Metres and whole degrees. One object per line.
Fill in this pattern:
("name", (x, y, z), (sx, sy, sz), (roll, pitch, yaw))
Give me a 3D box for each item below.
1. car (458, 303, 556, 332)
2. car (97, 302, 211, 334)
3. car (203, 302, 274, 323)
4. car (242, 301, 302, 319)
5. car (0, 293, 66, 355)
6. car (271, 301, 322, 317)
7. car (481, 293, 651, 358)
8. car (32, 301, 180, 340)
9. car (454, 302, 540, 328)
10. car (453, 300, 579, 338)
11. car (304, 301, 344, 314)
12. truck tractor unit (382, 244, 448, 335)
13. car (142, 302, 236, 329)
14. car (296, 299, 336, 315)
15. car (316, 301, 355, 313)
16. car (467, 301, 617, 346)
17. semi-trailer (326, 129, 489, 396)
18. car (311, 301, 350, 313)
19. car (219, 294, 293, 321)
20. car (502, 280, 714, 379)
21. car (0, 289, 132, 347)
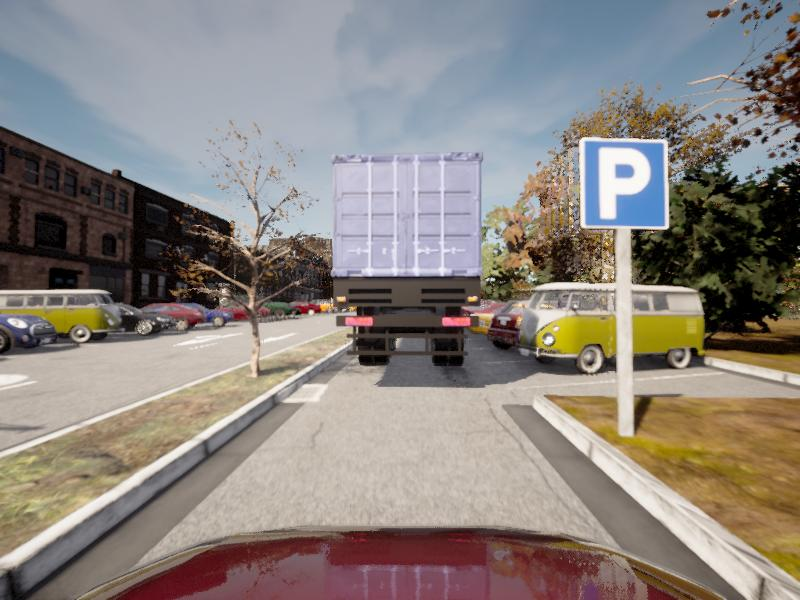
("car", (5.687, 0.895, 21.450), (4.674, 1.452, 2.002), (1, 0, -16))
("car", (-12.674, 0.892, 20.979), (4.674, 1.452, 2.002), (-1, 0, -16))
("car", (-11.989, 0.908, 30.015), (4.674, 1.452, 2.002), (-1, 0, -15))
("car", (-11.452, 0.878, 36.040), (5.008, 1.535, 2.097), (-1, 0, -15))
("car", (-13.236, 0.711, 11.928), (4.553, 1.767, 2.185), (-1, 0, -17))
("car", (-10.822, 0.888, 42.044), (5.008, 1.535, 2.097), (-1, 0, -14))
("car", (5.130, 0.719, 12.573), (4.553, 1.767, 2.185), (1, 0, -17))
("car", (-12.879, 0.848, 17.968), (4.892, 1.521, 2.231), (-1, 0, -17))
("car", (5.895, 0.898, 24.404), (4.674, 1.452, 2.002), (1, 0, -15))
("car", (5.321, 0.846, 18.437), (5.366, 1.575, 1.946), (1, 0, -16))
("car", (-9.754, 0.905, 51.048), (4.892, 1.521, 2.231), (-1, 0, -13))
("truck tractor unit", (0.893, -0.493, 21.695), (3.053, 4.208, 6.516), (0, 0, 4))
("car", (-12.470, 0.898, 23.997), (4.674, 1.452, 2.002), (-1, 0, -16))
("car", (-10.113, 0.773, 48.050), (4.553, 1.767, 2.185), (-1, 0, -14))
("car", (-9.170, 0.913, 56.986), (5.366, 1.575, 1.946), (-1, 0, -13))
("car", (5.498, 0.847, 15.591), (5.366, 1.575, 1.946), (1, 0, -16))
("semi-trailer", (0.468, -0.599, 13.794), (2.717, 4.402, 14.254), (0, 0, 3))
("car", (-9.393, 0.909, 54.046), (5.008, 1.535, 2.097), (-1, -1, -13))
("car", (-11.707, 0.621, 33.042), (5.566, 2.045, 2.435), (-1, 0, -15))
("car", (4.913, 0.614, 9.587), (4.442, 1.987, 1.878), (1, 0, -17))
("car", (-12.940, 0.615, 14.989), (4.442, 1.987, 1.878), (-1, 0, -17))
